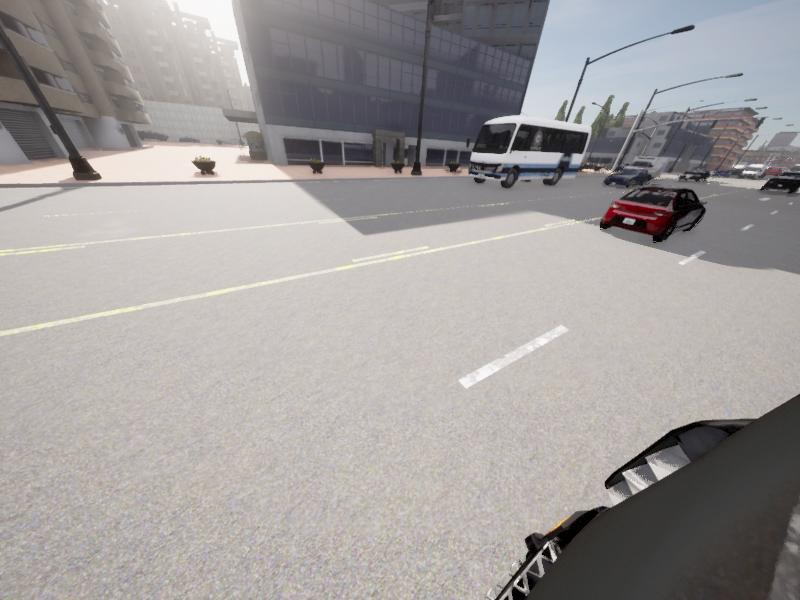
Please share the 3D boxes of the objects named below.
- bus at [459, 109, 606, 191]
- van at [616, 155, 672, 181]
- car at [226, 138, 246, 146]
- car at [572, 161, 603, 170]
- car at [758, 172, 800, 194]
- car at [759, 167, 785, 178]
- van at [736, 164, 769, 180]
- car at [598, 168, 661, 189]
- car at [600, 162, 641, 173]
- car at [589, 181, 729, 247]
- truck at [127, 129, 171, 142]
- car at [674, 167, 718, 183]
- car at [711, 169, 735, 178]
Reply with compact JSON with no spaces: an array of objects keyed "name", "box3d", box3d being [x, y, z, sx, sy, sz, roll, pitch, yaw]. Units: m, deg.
[{"name":"bus","box3d":[10.151,-11.290,17.873,10.273,4.253,3.944,-16,38,-26]},{"name":"van","box3d":[30.597,-16.527,28.944,6.366,2.431,2.351,-16,38,-26]},{"name":"car","box3d":[-43.104,-41.593,60.842,3.988,1.617,1.851,-14,37,-25]},{"name":"car","box3d":[37.975,-27.290,46.844,1.994,1.385,4.181,-15,37,-26]},{"name":"car","box3d":[38.074,-11.626,22.803,5.238,1.638,1.930,-16,38,-26]},{"name":"car","box3d":[90.434,-31.096,56.163,5.566,2.045,2.150,-16,38,-25]},{"name":"van","box3d":[69.360,-25.195,45.418,5.915,2.561,1.988,-16,38,-26]},{"name":"car","box3d":[20.602,-10.959,20.720,5.357,1.411,2.033,-16,38,-26]},{"name":"car","box3d":[43.101,-26.028,45.377,2.033,1.411,5.357,-15,37,-26]},{"name":"car","box3d":[8.971,-3.159,8.038,4.193,1.474,1.816,-16,38,-26]},{"name":"truck","box3d":[-57.873,-38.061,53.481,6.274,2.098,2.390,-14,37,-25]},{"name":"car","box3d":[37.568,-15.892,29.361,4.902,1.511,2.128,-16,38,-26]},{"name":"car","box3d":[66.935,-26.272,47.894,4.193,1.474,1.816,-16,38,-26]}]
